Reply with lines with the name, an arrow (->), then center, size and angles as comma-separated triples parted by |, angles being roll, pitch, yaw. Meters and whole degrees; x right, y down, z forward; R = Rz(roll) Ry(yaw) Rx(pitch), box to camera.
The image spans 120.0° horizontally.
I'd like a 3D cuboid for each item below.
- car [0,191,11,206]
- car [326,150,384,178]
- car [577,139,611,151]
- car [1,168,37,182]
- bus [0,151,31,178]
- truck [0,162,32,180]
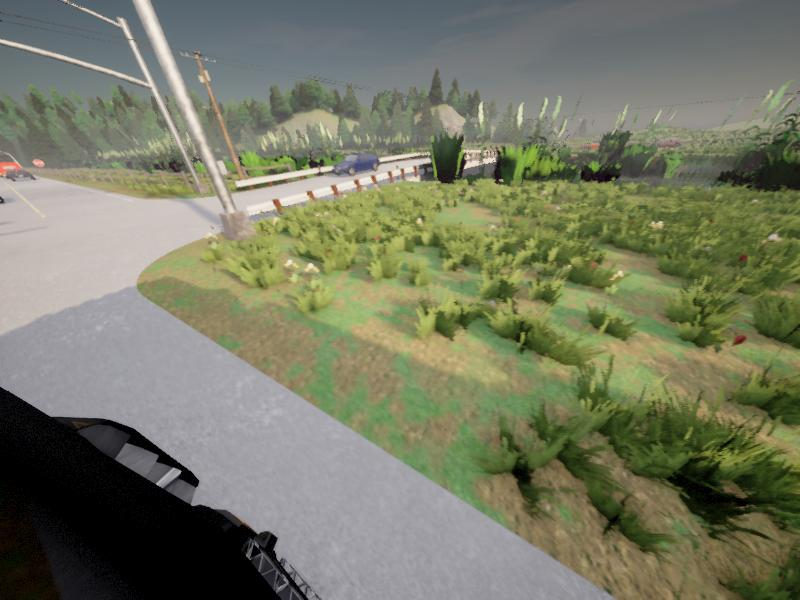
car -> -27.923, -6.966, 14.967 | 4.792, 1.488, 2.163 | 18, 39, 28
car -> -3.596, -11.416, 19.303 | 1.812, 1.442, 4.674 | 20, 43, 30
car -> 36.531, -29.249, 43.597 | 4.553, 1.767, 2.097 | 20, 40, 31
car -> -58.622, -19.300, 35.528 | 5.027, 1.651, 2.152 | 18, 39, 28
bus -> -80.043, -27.257, 46.609 | 10.273, 4.253, 3.944 | 18, 39, 28
truck -> -69.369, -23.139, 41.284 | 5.204, 2.467, 2.627 | 18, 39, 28
